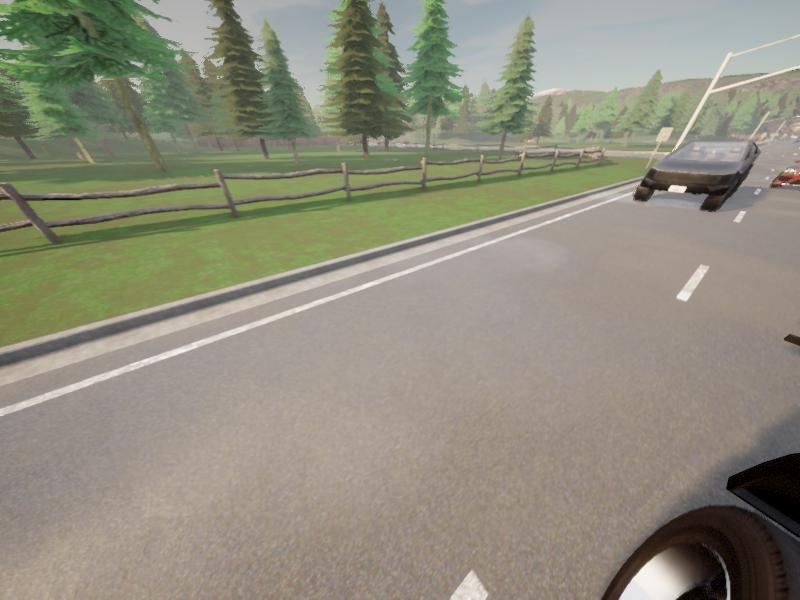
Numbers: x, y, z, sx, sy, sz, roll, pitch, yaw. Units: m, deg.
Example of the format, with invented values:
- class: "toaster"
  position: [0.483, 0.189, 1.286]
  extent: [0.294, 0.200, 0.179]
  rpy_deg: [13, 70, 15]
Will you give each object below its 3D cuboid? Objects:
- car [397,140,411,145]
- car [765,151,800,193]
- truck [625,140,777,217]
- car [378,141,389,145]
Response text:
- class: "car"
  position: [1.626, -60.274, 88.304]
  extent: [4.902, 1.511, 2.128]
  rpy_deg: [17, 39, 23]
- class: "car"
  position: [21.287, -6.467, 11.515]
  extent: [5.027, 1.651, 2.152]
  rpy_deg: [-18, 39, -23]
- class: "truck"
  position: [12.410, -5.287, 9.500]
  extent: [6.274, 2.098, 2.390]
  rpy_deg: [-23, 41, -28]
- class: "car"
  position: [-6.113, -59.040, 86.735]
  extent: [1.895, 1.301, 4.718]
  rpy_deg: [-22, 41, -28]
